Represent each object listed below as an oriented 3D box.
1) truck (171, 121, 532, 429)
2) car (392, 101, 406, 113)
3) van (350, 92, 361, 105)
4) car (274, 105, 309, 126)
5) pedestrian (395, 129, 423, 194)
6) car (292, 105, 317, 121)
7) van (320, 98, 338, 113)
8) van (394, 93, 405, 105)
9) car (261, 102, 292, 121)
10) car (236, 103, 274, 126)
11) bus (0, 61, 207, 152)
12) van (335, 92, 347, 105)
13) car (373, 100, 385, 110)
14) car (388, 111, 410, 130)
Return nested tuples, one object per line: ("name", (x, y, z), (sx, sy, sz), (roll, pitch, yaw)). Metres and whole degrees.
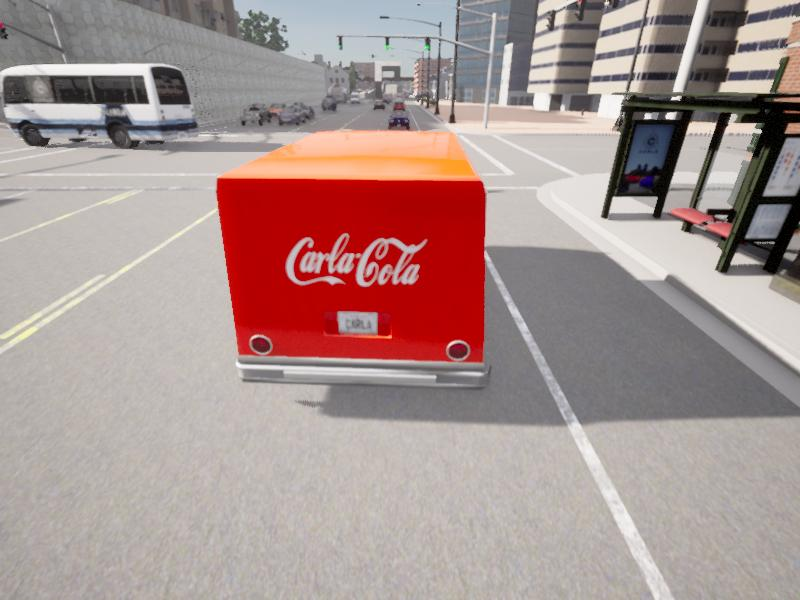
("truck", (-0.247, -1.051, 5.766), (2.627, 2.467, 5.204), (1, 28, 3))
("car", (-0.123, -29.663, 61.452), (2.007, 1.525, 4.514), (0, 28, 0))
("van", (-10.695, -48.381, 96.003), (1.988, 2.561, 5.915), (0, 28, 0))
("car", (-10.578, -18.193, 39.396), (2.033, 1.649, 4.856), (0, 28, 0))
("pedestrian", (0.295, -4.471, 12.906), (0.751, 1.860, 0.751), (6, 28, 12))
("car", (-10.590, -20.840, 44.552), (1.845, 1.501, 3.633), (0, 28, 0))
("van", (-10.619, -29.205, 60.029), (1.775, 1.987, 4.442), (0, 28, 0))
("van", (-0.181, -46.173, 91.956), (2.351, 2.431, 6.366), (0, 28, 0))
("car", (-14.092, -21.756, 46.013), (2.097, 1.767, 4.553), (0, 28, 0))
("car", (-14.078, -18.215, 39.162), (1.932, 1.855, 4.605), (0, 28, 0))
("bus", (-17.485, -11.145, 23.098), (10.273, 4.253, 3.944), (4, 27, 8))
("van", (-14.196, -48.684, 96.577), (1.988, 2.561, 5.915), (0, 28, 0))
("car", (-3.642, -34.778, 71.322), (1.970, 1.475, 3.806), (0, 28, 0))
("car", (-0.073, -16.159, 35.879), (1.895, 1.301, 4.718), (0, 28, 0))
